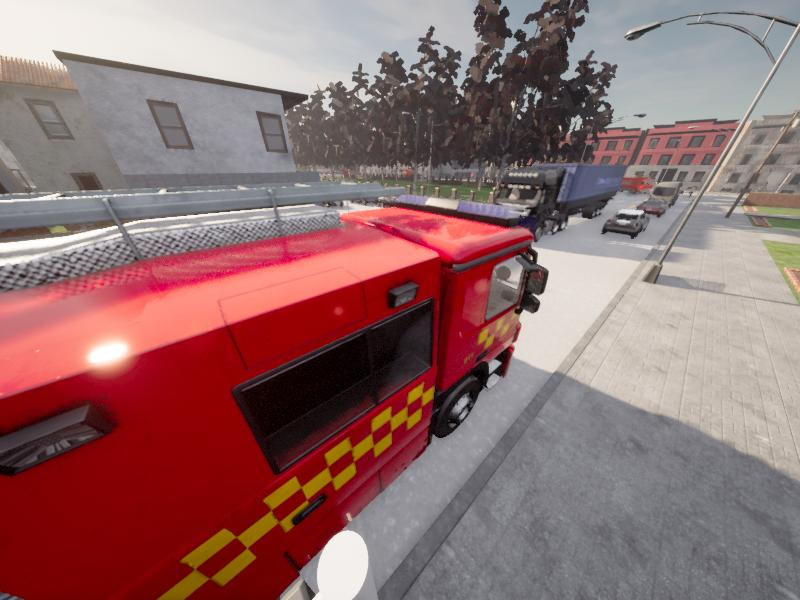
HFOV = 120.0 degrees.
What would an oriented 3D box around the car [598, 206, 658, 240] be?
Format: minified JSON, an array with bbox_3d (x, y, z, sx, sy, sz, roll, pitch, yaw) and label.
[{"bbox_3d":[15.701,-5.418,15.914,3.806,1.475,1.970,-23,37,-34],"label":"car"}]

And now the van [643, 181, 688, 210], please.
[{"bbox_3d":[30.330,-12.052,26.342,5.915,2.561,1.988,-22,37,-33],"label":"van"}]

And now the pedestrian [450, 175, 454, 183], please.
[{"bbox_3d":[14.243,-33.066,63.161,0.751,1.860,0.751,-23,37,-34],"label":"pedestrian"}]

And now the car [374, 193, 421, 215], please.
[{"bbox_3d":[-0.326,-9.955,23.738,2.128,1.511,4.902,-23,37,-34],"label":"car"}]

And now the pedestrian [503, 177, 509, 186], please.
[{"bbox_3d":[24.259,-27.092,52.813,0.751,1.860,0.751,-23,37,-34],"label":"pedestrian"}]

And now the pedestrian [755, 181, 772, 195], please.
[{"bbox_3d":[57.751,-17.796,36.712,0.751,1.860,0.751,-19,35,-29],"label":"pedestrian"}]

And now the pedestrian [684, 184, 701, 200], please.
[{"bbox_3d":[40.102,-14.805,31.741,0.751,1.860,0.751,-26,39,-37],"label":"pedestrian"}]

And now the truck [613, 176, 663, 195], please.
[{"bbox_3d":[40.134,-19.467,39.251,2.627,2.467,5.204,3,30,1],"label":"truck"}]

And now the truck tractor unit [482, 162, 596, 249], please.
[{"bbox_3d":[8.844,-6.322,14.779,6.516,4.208,3.053,-23,37,-34],"label":"truck tractor unit"}]

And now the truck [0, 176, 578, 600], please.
[{"bbox_3d":[-1.859,0.931,2.570,8.468,3.827,2.891,-23,37,-34],"label":"truck"}]

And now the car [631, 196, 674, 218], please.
[{"bbox_3d":[24.249,-8.952,22.143,4.181,1.385,1.994,-23,37,-34],"label":"car"}]

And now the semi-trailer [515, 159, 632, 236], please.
[{"bbox_3d":[14.905,-8.977,19.133,14.254,4.402,2.717,-23,37,-34],"label":"semi-trailer"}]

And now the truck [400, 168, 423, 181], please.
[{"bbox_3d":[3.746,-43.594,80.121,2.891,3.827,8.468,-23,37,-34],"label":"truck"}]
